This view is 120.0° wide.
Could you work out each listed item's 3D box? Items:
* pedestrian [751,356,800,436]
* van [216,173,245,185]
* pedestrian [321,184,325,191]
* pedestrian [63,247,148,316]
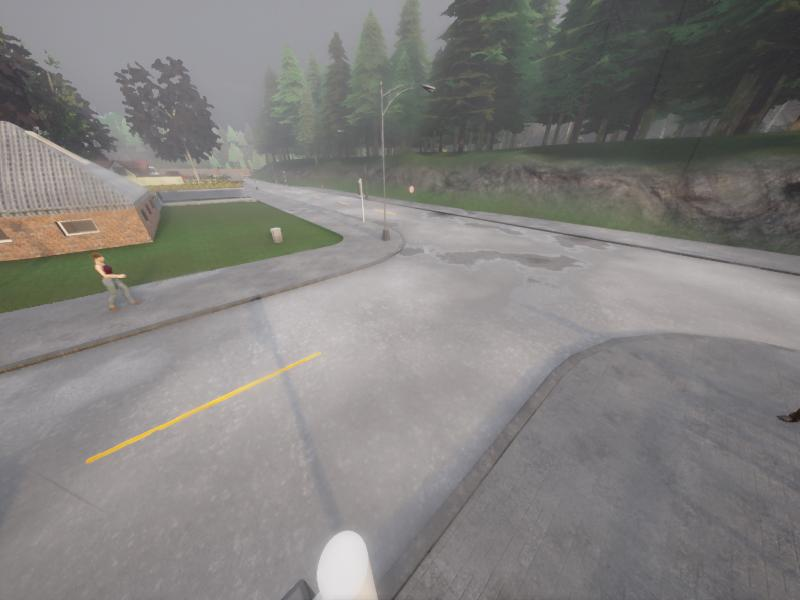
[{"bbox_3d":[7.169,1.378,3.691,0.751,1.860,0.751,10,31,16],"label":"pedestrian"},{"bbox_3d":[-44.879,-32.165,61.341,1.988,2.561,5.915,8,31,13],"label":"van"},{"bbox_3d":[-14.795,-21.732,44.495,0.500,1.100,0.500,-23,37,-34],"label":"pedestrian"},{"bbox_3d":[-8.862,-0.573,7.089,0.751,1.860,0.751,-15,33,-25],"label":"pedestrian"}]
